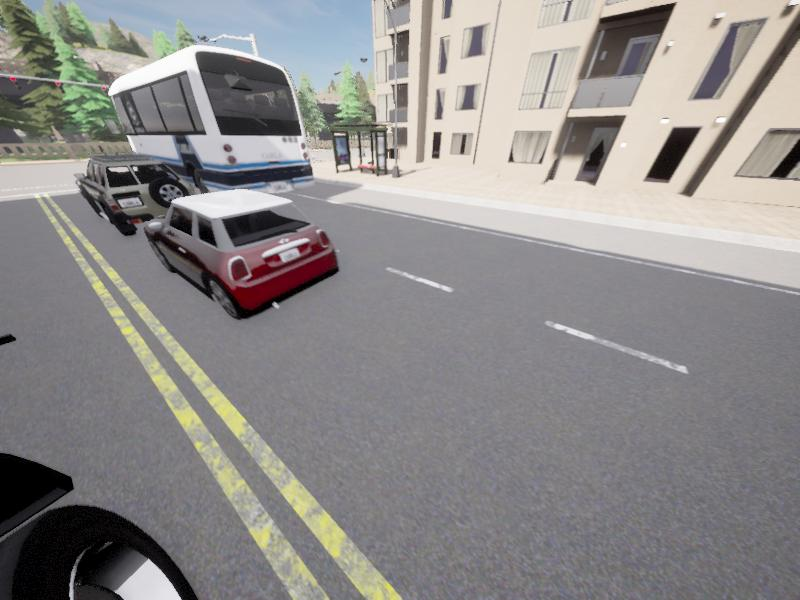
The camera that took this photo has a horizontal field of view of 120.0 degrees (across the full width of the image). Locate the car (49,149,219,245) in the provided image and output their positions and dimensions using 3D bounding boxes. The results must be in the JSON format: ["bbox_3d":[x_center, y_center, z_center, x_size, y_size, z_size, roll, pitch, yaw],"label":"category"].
[{"bbox_3d":[-8.000,-3.354,6.980,4.605,1.855,1.932,22,41,28],"label":"car"}]

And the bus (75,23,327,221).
[{"bbox_3d":[-8.544,-6.925,9.984,10.273,4.253,3.944,22,41,28],"label":"bus"}]

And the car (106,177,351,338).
[{"bbox_3d":[-3.077,-1.178,4.279,3.806,1.475,1.970,22,41,28],"label":"car"}]
